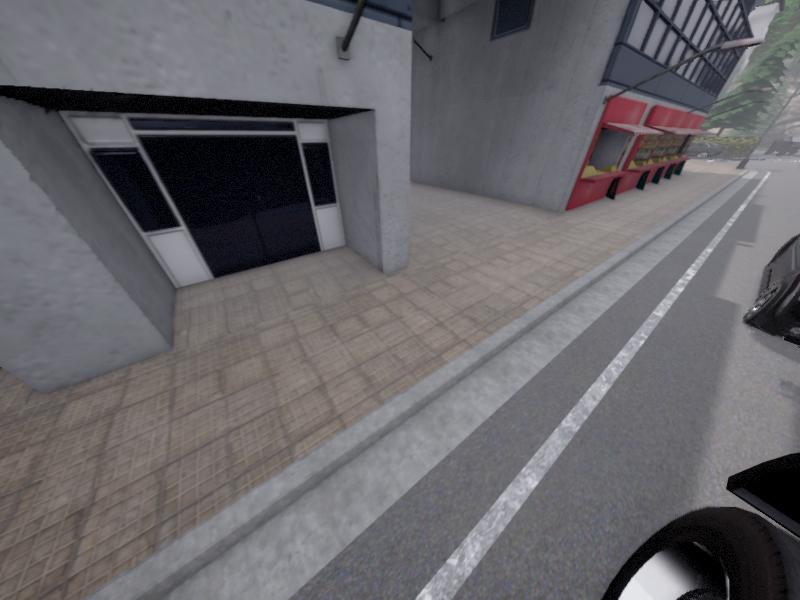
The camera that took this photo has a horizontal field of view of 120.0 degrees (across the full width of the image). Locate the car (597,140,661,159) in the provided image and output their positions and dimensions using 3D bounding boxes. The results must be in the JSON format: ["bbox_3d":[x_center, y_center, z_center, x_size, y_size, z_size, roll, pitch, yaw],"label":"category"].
[{"bbox_3d":[26.570,-17.649,26.979,2.242,1.667,4.611,-24,41,-29],"label":"car"}]

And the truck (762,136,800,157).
[{"bbox_3d":[51.565,-20.201,30.354,2.390,2.098,6.274,25,42,31],"label":"truck"}]

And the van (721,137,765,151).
[{"bbox_3d":[63.327,-28.941,42.759,1.775,1.987,4.442,8,36,11],"label":"van"}]

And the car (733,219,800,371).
[{"bbox_3d":[6.674,-0.213,2.976,4.181,1.385,1.994,-23,41,-28],"label":"car"}]

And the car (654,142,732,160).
[{"bbox_3d":[32.077,-16.552,25.526,1.837,1.490,4.892,-18,39,-25],"label":"car"}]
